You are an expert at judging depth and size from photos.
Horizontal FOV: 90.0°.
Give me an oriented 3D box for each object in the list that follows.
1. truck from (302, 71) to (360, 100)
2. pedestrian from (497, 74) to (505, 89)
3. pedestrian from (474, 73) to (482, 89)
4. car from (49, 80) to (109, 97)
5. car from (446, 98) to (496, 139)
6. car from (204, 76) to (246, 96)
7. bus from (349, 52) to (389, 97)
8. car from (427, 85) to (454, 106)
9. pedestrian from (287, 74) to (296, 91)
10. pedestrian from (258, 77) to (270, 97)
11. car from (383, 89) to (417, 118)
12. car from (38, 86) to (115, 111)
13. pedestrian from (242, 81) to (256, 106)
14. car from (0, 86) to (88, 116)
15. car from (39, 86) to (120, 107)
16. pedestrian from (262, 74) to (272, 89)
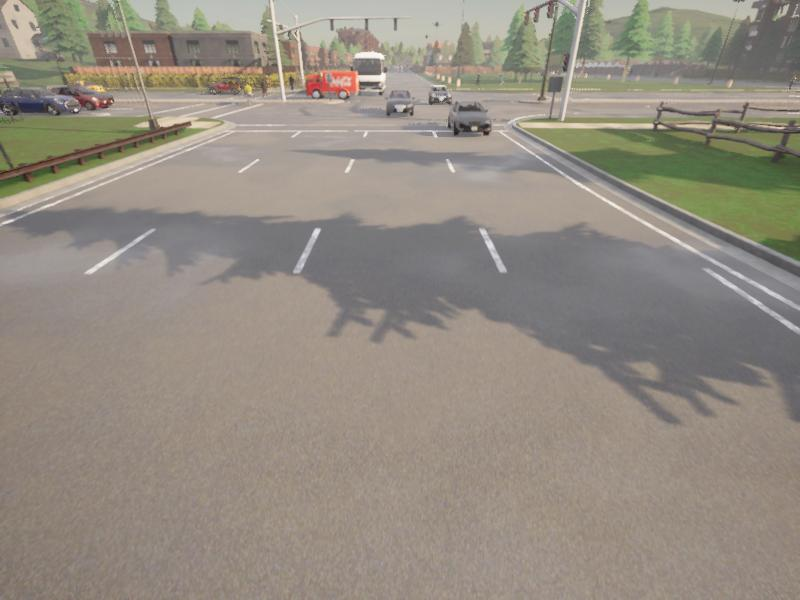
[{"bbox_3d":[-6.879,-21.627,40.360,5.204,2.467,2.627,0,30,1],"label":"truck"},{"bbox_3d":[13.590,-29.542,54.094,0.751,1.860,0.751,3,31,5],"label":"pedestrian"},{"bbox_3d":[10.663,-29.907,54.716,0.751,1.860,0.751,1,30,2],"label":"pedestrian"},{"bbox_3d":[-36.176,-23.909,45.123,5.366,1.575,1.801,6,31,10],"label":"car"},{"bbox_3d":[3.504,-9.387,20.497,1.816,1.474,4.193,0,30,0],"label":"car"},{"bbox_3d":[-20.205,-24.873,46.459,3.866,1.878,1.905,-4,30,-7],"label":"car"},{"bbox_3d":[-3.378,-27.006,47.762,3.944,4.253,10.273,0,30,0],"label":"bus"},{"bbox_3d":[3.503,-18.161,35.439,1.970,1.475,3.806,0,30,0],"label":"car"},{"bbox_3d":[-13.730,-27.564,50.664,0.751,1.860,0.751,-2,31,-4],"label":"pedestrian"},{"bbox_3d":[-14.587,-22.812,42.932,0.751,1.860,0.751,2,30,3],"label":"pedestrian"},{"bbox_3d":[0.002,-13.846,28.056,2.128,1.511,4.902,0,30,0],"label":"car"},{"bbox_3d":[-24.811,-15.527,30.822,3.988,1.617,1.851,0,30,0],"label":"car"},{"bbox_3d":[-12.862,-17.586,34.031,0.751,1.860,0.751,-7,31,-12],"label":"pedestrian"},{"bbox_3d":[-24.967,-13.838,27.760,4.553,1.767,2.097,0,30,1],"label":"car"},{"bbox_3d":[-27.002,-17.257,33.894,4.792,1.488,2.163,0,30,1],"label":"car"},{"bbox_3d":[-18.012,-29.611,54.210,0.751,1.860,0.751,8,31,14],"label":"pedestrian"}]
